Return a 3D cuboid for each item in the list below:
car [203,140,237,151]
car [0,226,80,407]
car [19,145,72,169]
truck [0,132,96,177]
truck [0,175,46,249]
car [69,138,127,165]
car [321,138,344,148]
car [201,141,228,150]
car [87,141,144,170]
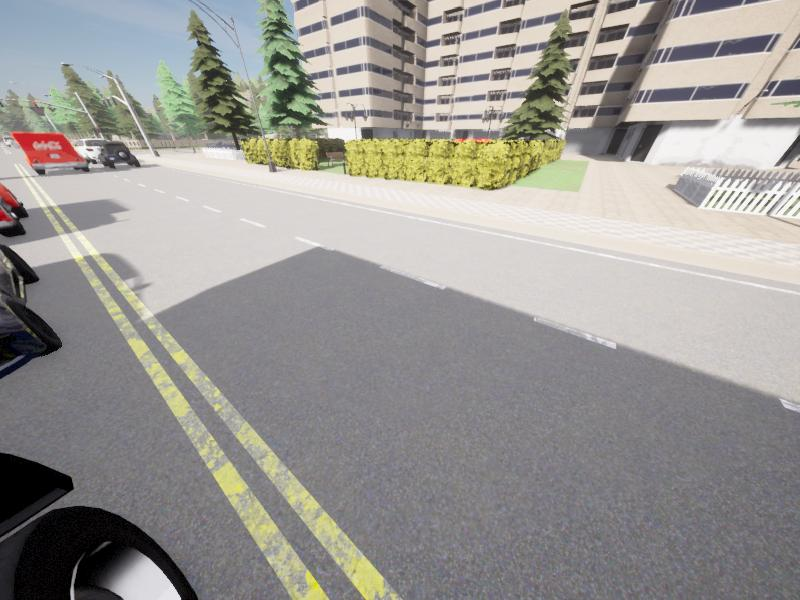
[{"bbox_3d":[-35.300,-30.363,45.444,2.242,1.667,4.611,22,41,28],"label":"car"},{"bbox_3d":[-6.278,-0.079,2.544,4.611,1.667,2.242,22,40,28],"label":"car"},{"bbox_3d":[-30.964,-12.545,20.183,3.633,1.501,1.845,22,41,28],"label":"car"},{"bbox_3d":[-25.626,-10.755,16.872,5.204,2.467,2.627,22,41,27],"label":"truck"},{"bbox_3d":[-12.224,-2.840,5.718,5.204,2.467,2.627,22,41,28],"label":"truck"},{"bbox_3d":[-30.179,-14.896,23.078,5.566,2.045,2.150,22,41,28],"label":"car"},{"bbox_3d":[-17.710,-41.431,60.842,2.150,2.045,5.566,22,41,28],"label":"car"},{"bbox_3d":[-37.910,-31.753,47.371,1.845,1.501,3.633,22,41,28],"label":"car"},{"bbox_3d":[-24.381,-12.475,19.815,3.866,1.878,1.905,22,41,28],"label":"car"}]
